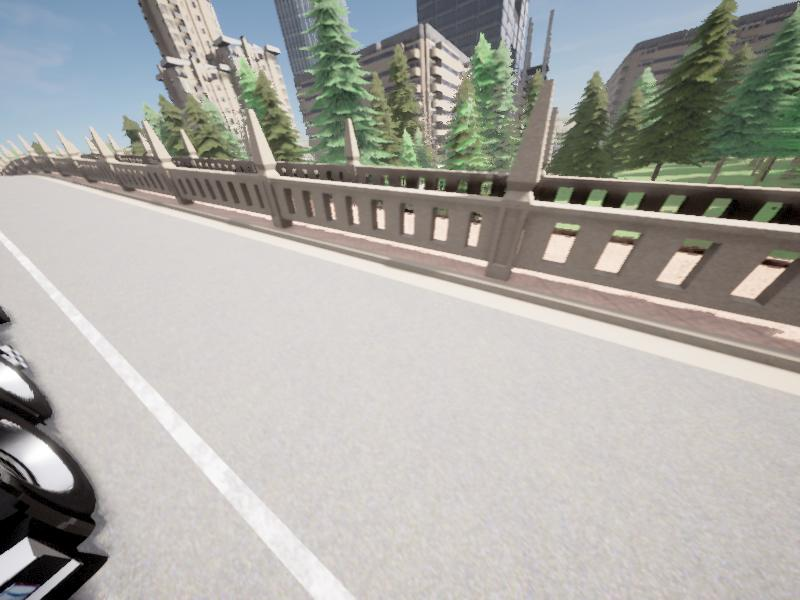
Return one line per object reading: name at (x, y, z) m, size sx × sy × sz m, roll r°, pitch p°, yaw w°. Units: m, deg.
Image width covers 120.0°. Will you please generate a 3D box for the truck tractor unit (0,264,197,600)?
truck tractor unit at (-5.110, -0.302, 0.780) m, size 6.516 × 4.208 × 3.053 m, roll 18°, pitch 39°, yaw 24°
